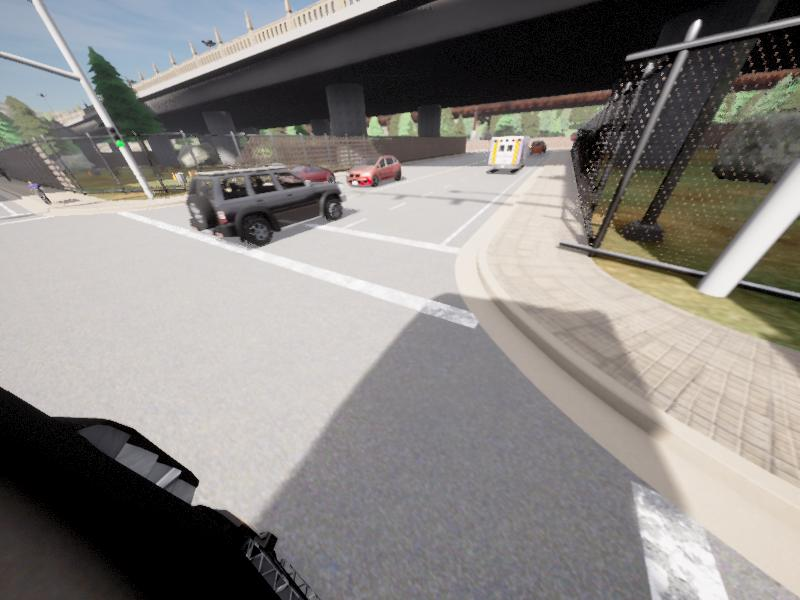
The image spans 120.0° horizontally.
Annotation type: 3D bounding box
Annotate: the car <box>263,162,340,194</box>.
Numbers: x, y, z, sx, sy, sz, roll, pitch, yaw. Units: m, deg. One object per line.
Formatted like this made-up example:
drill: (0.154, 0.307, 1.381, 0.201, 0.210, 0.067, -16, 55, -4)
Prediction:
car: (-6.326, -8.214, 15.408, 1.994, 1.385, 4.181, 17, 38, 26)

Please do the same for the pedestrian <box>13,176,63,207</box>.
pedestrian: (-18.741, -5.637, 12.017, 0.751, 1.300, 0.751, -29, 42, -34)

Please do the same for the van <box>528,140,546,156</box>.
van: (22.994, -25.487, 38.723, 1.775, 1.987, 4.442, 17, 38, 26)

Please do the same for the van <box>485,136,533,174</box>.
van: (9.650, -12.714, 20.129, 2.351, 2.431, 6.366, 17, 38, 26)

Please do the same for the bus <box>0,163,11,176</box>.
bus: (-82.318, -24.646, 42.306, 3.944, 4.253, 10.273, 17, 38, 26)

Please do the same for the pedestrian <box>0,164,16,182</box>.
pedestrian: (-48.501, -15.545, 28.249, 0.751, 1.860, 0.751, 19, 39, 28)

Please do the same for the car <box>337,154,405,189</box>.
car: (-1.752, -8.987, 15.991, 2.242, 1.667, 4.611, 16, 38, 26)

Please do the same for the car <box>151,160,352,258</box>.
car: (-3.894, -3.162, 7.225, 1.932, 1.855, 4.605, 17, 38, 26)

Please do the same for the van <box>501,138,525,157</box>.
van: (19.059, -25.678, 38.870, 2.351, 2.431, 6.366, 17, 38, 26)
